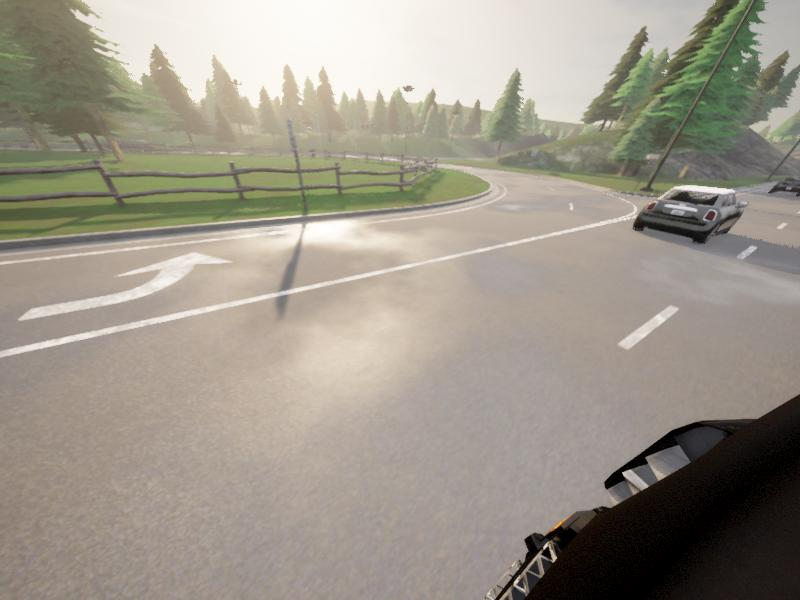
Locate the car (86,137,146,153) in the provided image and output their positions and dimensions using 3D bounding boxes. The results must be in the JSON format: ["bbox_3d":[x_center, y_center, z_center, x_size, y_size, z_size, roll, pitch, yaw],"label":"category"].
[{"bbox_3d":[-41.451,-22.774,33.953,5.027,1.651,2.152,-16,38,-26],"label":"car"}]

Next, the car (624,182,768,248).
[{"bbox_3d":[10.289,-3.135,8.104,3.806,1.475,1.970,-16,38,-26],"label":"car"}]

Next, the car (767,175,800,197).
[{"bbox_3d":[35.991,-10.500,21.087,4.193,1.474,1.816,-16,38,-26],"label":"car"}]

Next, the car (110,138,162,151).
[{"bbox_3d":[-44.555,-26.330,39.144,5.366,1.575,1.801,-16,38,-26],"label":"car"}]
